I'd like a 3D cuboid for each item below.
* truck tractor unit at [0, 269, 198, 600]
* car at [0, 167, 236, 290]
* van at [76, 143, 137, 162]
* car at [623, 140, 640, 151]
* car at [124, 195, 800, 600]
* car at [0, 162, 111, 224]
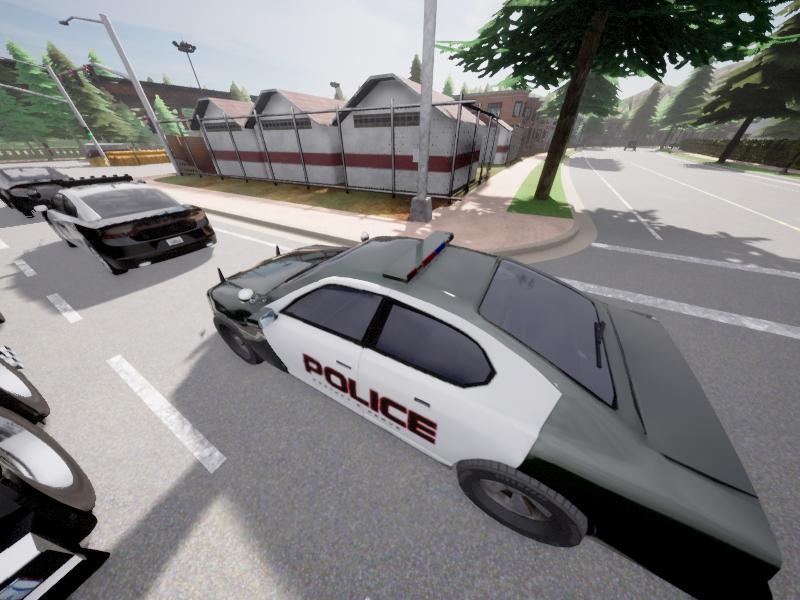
[{"bbox_3d":[-5.119,-0.293,0.765,6.516,4.208,3.053,18,39,24],"label":"truck tractor unit"},{"bbox_3d":[-6.792,-2.070,5.582,5.238,1.638,1.930,18,39,24],"label":"car"},{"bbox_3d":[-39.632,-20.080,31.370,1.775,1.987,4.442,16,38,22],"label":"van"},{"bbox_3d":[50.519,-33.735,50.322,1.905,1.878,3.866,26,43,33],"label":"car"},{"bbox_3d":[-0.157,0.086,2.535,4.974,1.542,2.038,17,39,24],"label":"car"},{"bbox_3d":[-14.293,-4.413,9.115,4.902,1.511,2.128,18,39,24],"label":"car"}]
